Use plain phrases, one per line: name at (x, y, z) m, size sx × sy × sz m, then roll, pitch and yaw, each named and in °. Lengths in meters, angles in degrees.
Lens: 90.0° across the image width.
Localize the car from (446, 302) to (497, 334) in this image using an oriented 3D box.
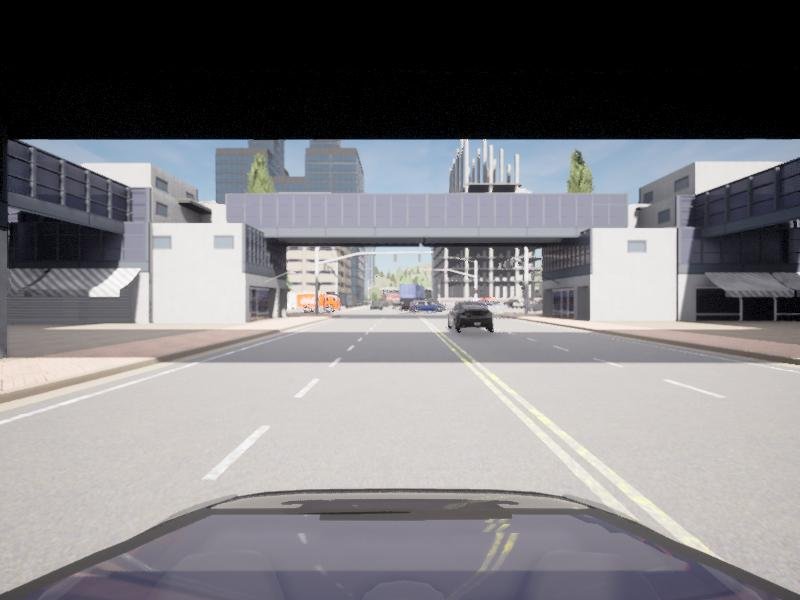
car at (3.646, 0.877, 21.224) m, size 1.837 × 1.490 × 4.892 m, roll 0°, pitch 0°, yaw 0°

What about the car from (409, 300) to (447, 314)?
car at (3.429, 0.833, 50.309) m, size 4.611 × 1.667 × 2.242 m, roll 0°, pitch 0°, yaw 0°

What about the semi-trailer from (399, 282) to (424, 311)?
semi-trailer at (2.144, -0.521, 68.117) m, size 2.717 × 4.402 × 14.254 m, roll 0°, pitch 0°, yaw 8°

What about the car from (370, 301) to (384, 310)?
car at (-3.995, 0.932, 68.975) m, size 2.038 × 1.542 × 4.974 m, roll 0°, pitch 0°, yaw 1°

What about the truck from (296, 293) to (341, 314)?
truck at (-10.153, 0.434, 50.221) m, size 5.204 × 2.467 × 2.627 m, roll 0°, pitch 0°, yaw 0°

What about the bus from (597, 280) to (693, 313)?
bus at (32.466, -0.452, 53.360) m, size 10.273 × 4.253 × 3.944 m, roll 0°, pitch 0°, yaw 2°
